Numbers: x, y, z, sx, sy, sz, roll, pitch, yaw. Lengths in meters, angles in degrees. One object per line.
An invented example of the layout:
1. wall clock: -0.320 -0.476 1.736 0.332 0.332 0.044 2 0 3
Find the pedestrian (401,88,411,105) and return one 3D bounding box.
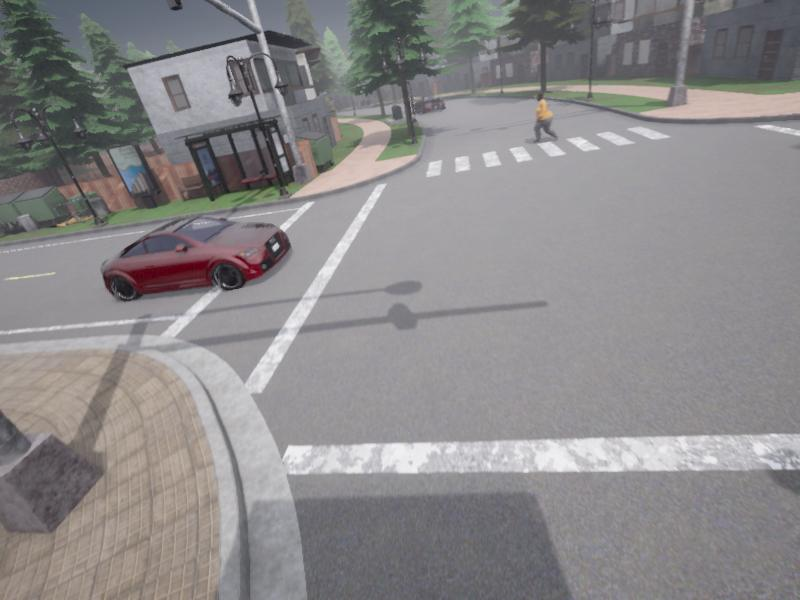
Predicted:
1. pedestrian: 0.810 -27.315 53.647 0.751 1.860 0.751 -25 31 -23

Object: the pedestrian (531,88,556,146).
1. pedestrian: 5.455 -6.941 15.192 0.751 1.860 0.751 -7 29 10

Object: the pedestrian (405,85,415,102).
1. pedestrian: 1.369 -28.690 55.587 0.751 1.860 0.751 13 38 38

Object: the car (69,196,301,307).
1. car: -4.785 -1.143 9.327 4.181 1.385 1.994 -6 29 11

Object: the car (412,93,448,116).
1. car: 2.646 -17.662 36.134 1.994 1.385 4.181 -15 29 -6
